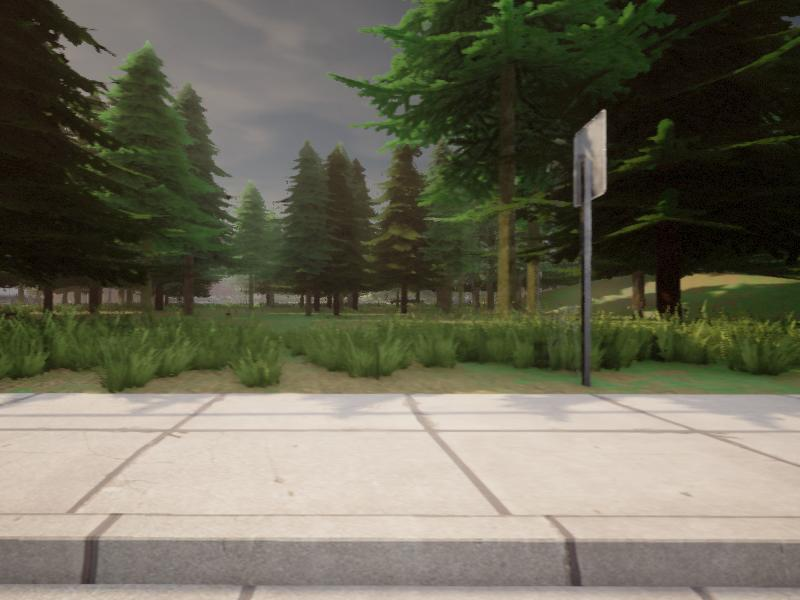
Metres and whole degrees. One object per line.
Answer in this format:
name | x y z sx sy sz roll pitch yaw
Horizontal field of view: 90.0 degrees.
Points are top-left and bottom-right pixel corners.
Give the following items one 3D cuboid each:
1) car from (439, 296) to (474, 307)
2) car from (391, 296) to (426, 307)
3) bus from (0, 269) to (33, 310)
car | 8.322 0.185 58.967 4.856 1.649 2.033 0 0 0
car | 1.201 0.228 58.989 5.008 1.535 1.882 0 0 0
bus | -43.570 -1.119 40.282 3.944 4.253 10.273 0 0 -1
